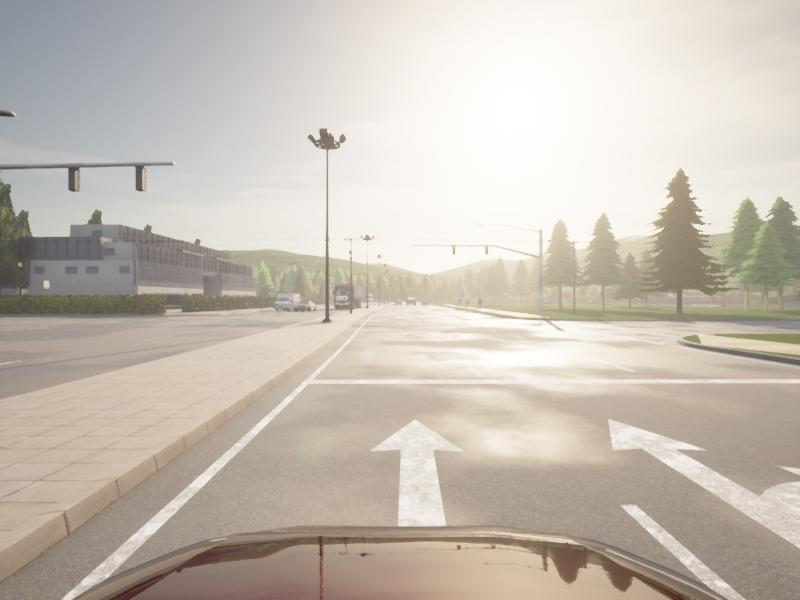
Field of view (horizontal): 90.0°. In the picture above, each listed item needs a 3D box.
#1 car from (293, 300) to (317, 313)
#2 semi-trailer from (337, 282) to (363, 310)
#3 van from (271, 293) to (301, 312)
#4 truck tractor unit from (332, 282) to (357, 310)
[{"bbox_3d":[-12.317,0.785,52.194,2.038,1.542,4.974,0,0,0],"label":"car"},{"bbox_3d":[-8.640,-0.675,71.346,2.717,4.402,14.254,0,0,1],"label":"semi-trailer"},{"bbox_3d":[-15.787,0.334,55.979,2.351,2.431,6.366,0,0,0],"label":"van"},{"bbox_3d":[-8.721,-0.573,63.432,3.053,4.208,6.516,0,0,0],"label":"truck tractor unit"}]
